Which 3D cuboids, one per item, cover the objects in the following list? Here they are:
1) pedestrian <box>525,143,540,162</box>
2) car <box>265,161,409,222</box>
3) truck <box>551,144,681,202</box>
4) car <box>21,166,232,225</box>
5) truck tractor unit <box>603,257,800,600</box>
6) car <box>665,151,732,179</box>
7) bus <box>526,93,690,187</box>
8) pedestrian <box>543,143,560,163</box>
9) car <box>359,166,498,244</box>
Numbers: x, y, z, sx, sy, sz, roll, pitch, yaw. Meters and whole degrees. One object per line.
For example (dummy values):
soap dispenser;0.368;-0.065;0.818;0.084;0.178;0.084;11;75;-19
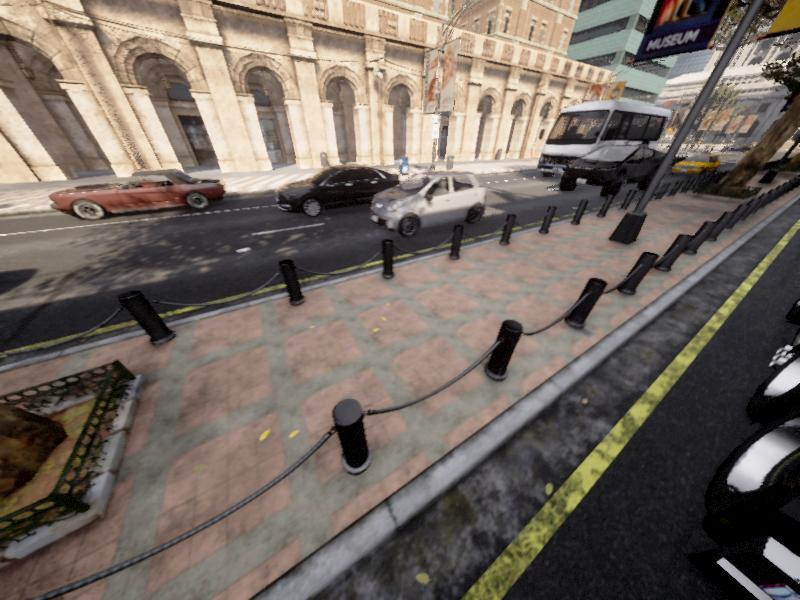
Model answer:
pedestrian;15.345;-17.133;26.828;0.751;1.860;0.751;-11;36;-16
car;-2.212;-4.370;8.965;4.892;1.490;1.837;-19;39;-25
truck;11.306;-6.852;12.108;6.274;2.098;2.390;-19;39;-25
car;-9.296;-4.063;8.633;4.718;1.301;1.895;-19;39;-25
truck tractor unit;5.098;-0.314;0.801;6.516;4.208;3.053;-19;39;-25
car;23.824;-10.863;18.429;5.366;1.575;1.801;-19;39;-25
bus;14.534;-11.055;16.296;10.273;4.253;3.944;-19;39;-25
pedestrian;16.981;-16.444;25.850;0.751;1.860;0.751;-4;35;-7
car;0.858;-3.095;7.119;3.633;1.501;1.845;-19;39;-25
